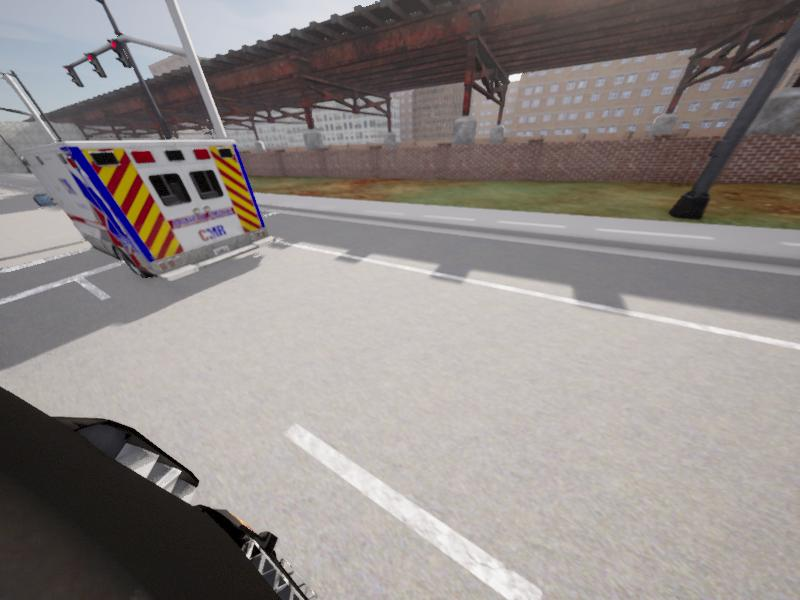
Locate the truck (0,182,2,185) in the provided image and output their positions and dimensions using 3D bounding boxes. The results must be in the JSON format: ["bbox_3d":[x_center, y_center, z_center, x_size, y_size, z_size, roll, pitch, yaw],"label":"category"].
[{"bbox_3d":[-52.123,-15.767,27.357,8.468,3.827,2.891,16,38,25],"label":"truck"}]

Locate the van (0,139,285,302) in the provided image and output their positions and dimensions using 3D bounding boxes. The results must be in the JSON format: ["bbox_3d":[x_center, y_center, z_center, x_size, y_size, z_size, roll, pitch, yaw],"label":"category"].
[{"bbox_3d":[-6.333,-2.332,5.729,6.366,2.431,2.351,15,38,25],"label":"van"}]
